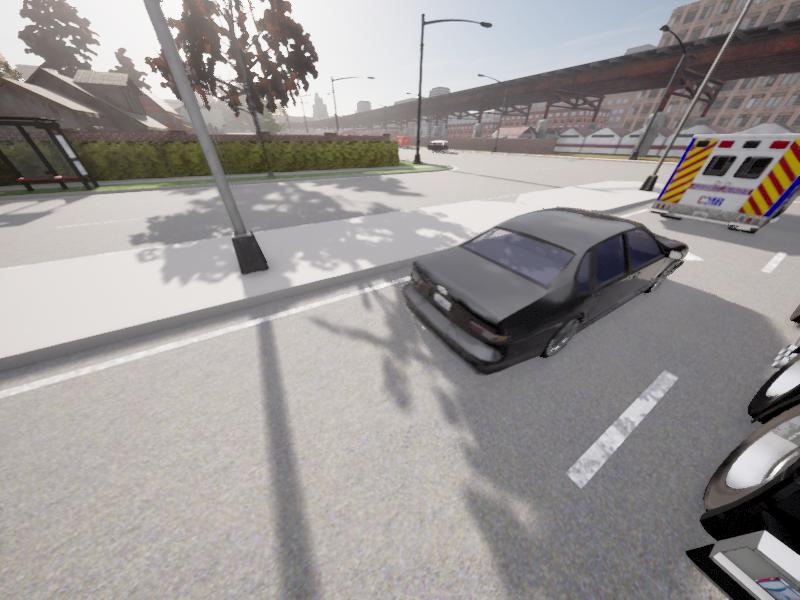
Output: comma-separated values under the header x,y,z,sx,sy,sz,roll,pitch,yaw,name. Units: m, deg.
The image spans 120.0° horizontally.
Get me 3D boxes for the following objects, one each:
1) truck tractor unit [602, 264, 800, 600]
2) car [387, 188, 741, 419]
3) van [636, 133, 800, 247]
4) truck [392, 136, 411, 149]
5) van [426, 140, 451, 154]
x,y,z,sx,sy,sz,roll,pitch,yaw,name
5.107,-0.305,0.780,6.516,4.208,3.053,-18,39,-24,truck tractor unit
2.658,-0.651,3.734,5.357,1.411,2.033,-18,39,-24,car
11.299,-3.891,7.547,6.366,2.431,2.351,-18,39,-24,van
0.360,-41.689,61.108,2.627,2.467,5.204,-18,40,-24,truck
7.665,-30.872,46.526,2.069,2.038,4.480,-24,43,-31,van
